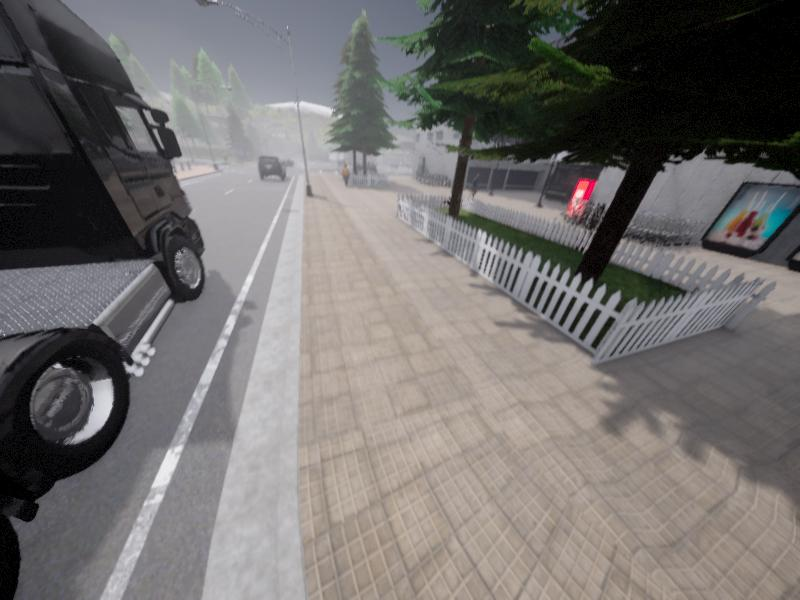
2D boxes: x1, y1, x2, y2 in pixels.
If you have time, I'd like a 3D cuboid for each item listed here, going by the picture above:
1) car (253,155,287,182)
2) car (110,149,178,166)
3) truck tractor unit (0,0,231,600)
[{"bbox_3d":[-13.140,-13.642,23.780,2.150,2.045,5.566,-7,33,-18],"label":"car"},{"bbox_3d":[-32.755,-18.372,29.817,5.357,1.411,2.033,-7,33,-18],"label":"car"},{"bbox_3d":[-4.149,-0.740,1.523,3.053,4.208,6.516,-10,34,-21],"label":"truck tractor unit"}]
